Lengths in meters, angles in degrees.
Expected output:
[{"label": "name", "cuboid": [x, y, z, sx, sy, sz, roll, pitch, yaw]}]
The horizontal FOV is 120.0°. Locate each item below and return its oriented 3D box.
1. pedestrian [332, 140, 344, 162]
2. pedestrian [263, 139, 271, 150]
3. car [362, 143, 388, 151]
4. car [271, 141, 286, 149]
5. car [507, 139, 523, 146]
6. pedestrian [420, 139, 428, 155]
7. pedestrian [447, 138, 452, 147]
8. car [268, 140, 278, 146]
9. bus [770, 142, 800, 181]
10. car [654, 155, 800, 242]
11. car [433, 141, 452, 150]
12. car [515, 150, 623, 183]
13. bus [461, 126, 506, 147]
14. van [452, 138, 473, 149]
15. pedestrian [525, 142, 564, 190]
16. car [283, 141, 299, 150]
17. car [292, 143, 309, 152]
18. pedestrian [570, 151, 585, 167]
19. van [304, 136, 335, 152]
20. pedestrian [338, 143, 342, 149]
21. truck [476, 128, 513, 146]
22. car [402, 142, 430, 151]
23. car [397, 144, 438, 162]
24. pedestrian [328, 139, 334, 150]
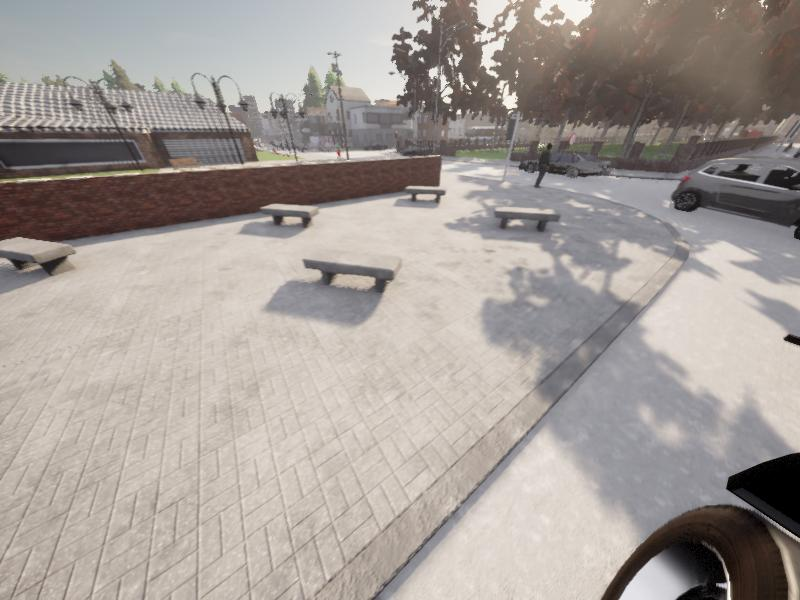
[{"label": "pedestrian", "cuboid": [-6.354, -15.307, 23.784, 0.751, 1.860, 0.751, -19, 39, -24]}, {"label": "pedestrian", "cuboid": [-27.371, -31.857, 47.415, 0.751, 1.860, 0.751, -22, 41, -27]}, {"label": "car", "cuboid": [-4.923, -30.135, 45.456, 4.718, 1.301, 1.895, -22, 40, -27]}, {"label": "car", "cuboid": [-31.543, -40.178, 59.782, 2.163, 1.488, 4.792, -22, 41, -28]}, {"label": "car", "cuboid": [33.394, -45.839, 67.142, 4.674, 1.442, 1.812, -22, 41, -28]}, {"label": "pedestrian", "cuboid": [3.315, -21.125, 31.915, 0.751, 1.860, 0.751, -24, 42, -30]}, {"label": "pedestrian", "cuboid": [12.625, -40.194, 58.776, 0.751, 1.860, 0.751, -25, 42, -30]}, {"label": "car", "cuboid": [-43.951, -54.414, 80.001, 1.882, 1.535, 5.008, -22, 41, -28]}, {"label": "bus", "cuboid": [28.160, -10.025, 14.102, 10.273, 4.253, 3.944, -22, 41, -28]}, {"label": "car", "cuboid": [11.154, -3.065, 6.672, 2.242, 1.667, 4.611, -2, 35, -3]}, {"label": "car", "cuboid": [9.026, -33.008, 49.172, 3.633, 1.501, 1.845, -23, 41, -29]}, {"label": "car", "cuboid": [10.769, -9.020, 15.338, 2.033, 1.411, 5.357, -18, 39, -23]}, {"label": "bus", "cuboid": [21.215, -41.533, 58.746, 10.273, 4.253, 3.944, -18, 39, -23]}, {"label": "van", "cuboid": [13.992, -35.169, 51.781, 4.442, 1.987, 1.775, -24, 41, -29]}, {"label": "pedestrian", "cuboid": [6.796, -6.339, 10.946, 0.751, 1.860, 0.751, -9, 36, -11]}, {"label": "car", "cuboid": [-24.078, -34.103, 51.000, 1.851, 1.617, 3.988, -22, 41, -28]}, {"label": "car", "cuboid": [-20.018, -30.714, 46.371, 1.994, 1.385, 4.181, -22, 41, -28]}, {"label": "pedestrian", "cuboid": [14.583, -11.612, 18.998, 0.500, 1.100, 0.500, -22, 41, -28]}, {"label": "van", "cuboid": [-15.903, -30.725, 45.426, 6.366, 2.431, 2.351, 27, 44, 33]}, {"label": "pedestrian", "cuboid": [-12.661, -32.426, 48.711, 0.500, 1.100, 0.500, -3, 35, -4]}, {"label": "truck", "cuboid": [25.919, -44.782, 63.664, 8.468, 3.827, 2.891, 27, 44, 33]}, {"label": "car", "cuboid": [3.236, -30.760, 46.170, 5.357, 1.411, 2.033, -21, 40, -26]}, {"label": "car", "cuboid": [1.847, -16.814, 26.333, 1.882, 1.535, 5.008, -22, 41, -28]}, {"label": "pedestrian", "cuboid": [-14.384, -32.495, 48.206, 0.751, 1.860, 0.751, -16, 38, -21]}]
